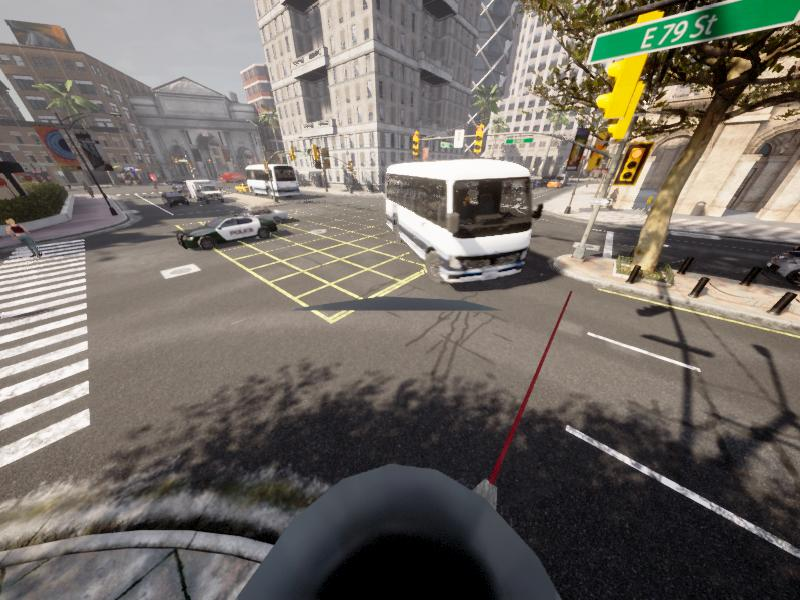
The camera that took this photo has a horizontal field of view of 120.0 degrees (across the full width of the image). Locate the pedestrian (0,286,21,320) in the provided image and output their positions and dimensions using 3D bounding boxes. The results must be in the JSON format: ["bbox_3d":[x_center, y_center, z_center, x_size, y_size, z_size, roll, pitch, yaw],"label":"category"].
[{"bbox_3d":[-12.342,-0.067,6.773,0.751,1.300,0.751,21,36,32],"label":"pedestrian"}]

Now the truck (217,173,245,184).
[{"bbox_3d":[-46.699,-33.716,63.931,2.627,2.467,5.204,23,37,34],"label":"truck"}]

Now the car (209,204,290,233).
[{"bbox_3d":[-11.307,-6.376,17.754,1.895,1.301,4.718,23,37,34],"label":"car"}]

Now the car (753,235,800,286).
[{"bbox_3d":[16.907,-1.185,8.528,3.633,1.501,1.845,23,37,34],"label":"car"}]

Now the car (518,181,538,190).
[{"bbox_3d":[26.001,-23.250,46.881,2.033,1.411,5.357,23,37,34],"label":"car"}]

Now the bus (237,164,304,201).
[{"bbox_3d":[-19.231,-17.526,34.110,10.273,4.253,3.944,23,37,34],"label":"bus"}]

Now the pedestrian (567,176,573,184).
[{"bbox_3d":[44.783,-31.621,60.866,0.751,1.860,0.751,22,37,33],"label":"pedestrian"}]

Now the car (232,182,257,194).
[{"bbox_3d":[-27.676,-20.013,41.088,5.366,1.575,1.801,23,37,34],"label":"car"}]

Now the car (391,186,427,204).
[{"bbox_3d":[1.256,-14.069,30.701,2.242,1.667,4.611,23,37,34],"label":"car"}]

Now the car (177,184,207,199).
[{"bbox_3d":[-31.092,-16.241,34.507,4.856,1.649,2.033,23,37,34],"label":"car"}]

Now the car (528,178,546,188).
[{"bbox_3d":[30.644,-26.106,51.601,2.152,1.651,5.027,23,37,34],"label":"car"}]

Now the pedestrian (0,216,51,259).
[{"bbox_3d":[-18.658,-3.094,11.455,0.751,1.860,0.751,22,37,33],"label":"pedestrian"}]

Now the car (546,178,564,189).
[{"bbox_3d":[33.211,-24.960,49.443,2.097,1.767,4.553,23,37,34],"label":"car"}]

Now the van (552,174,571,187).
[{"bbox_3d":[37.843,-28.026,54.010,1.988,2.561,5.915,23,37,34],"label":"van"}]

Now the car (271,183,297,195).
[{"bbox_3d":[-19.638,-18.838,39.189,4.674,1.442,1.812,23,37,34],"label":"car"}]

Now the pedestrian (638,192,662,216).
[{"bbox_3d":[22.335,-8.592,20.674,0.751,1.860,0.751,23,37,34],"label":"pedestrian"}]

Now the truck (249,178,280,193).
[{"bbox_3d":[-25.339,-21.541,43.216,6.274,2.098,2.390,23,37,34],"label":"truck"}]

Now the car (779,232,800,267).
[{"bbox_3d":[20.631,-1.829,9.804,4.181,1.385,1.994,23,37,34],"label":"car"}]

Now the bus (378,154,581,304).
[{"bbox_3d":[1.963,-4.501,11.544,3.944,4.253,10.273,-9,31,-12],"label":"bus"}]

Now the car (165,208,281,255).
[{"bbox_3d":[-10.331,-4.333,13.977,2.038,1.542,4.974,23,37,34],"label":"car"}]

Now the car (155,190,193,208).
[{"bbox_3d":[-27.136,-12.180,27.707,5.357,1.411,2.033,23,37,34],"label":"car"}]

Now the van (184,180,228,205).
[{"bbox_3d":[-25.231,-14.113,30.022,6.366,2.431,2.351,23,37,34],"label":"van"}]

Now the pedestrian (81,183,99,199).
[{"bbox_3d":[-42.047,-14.743,31.328,0.751,1.860,0.751,26,39,37],"label":"pedestrian"}]
